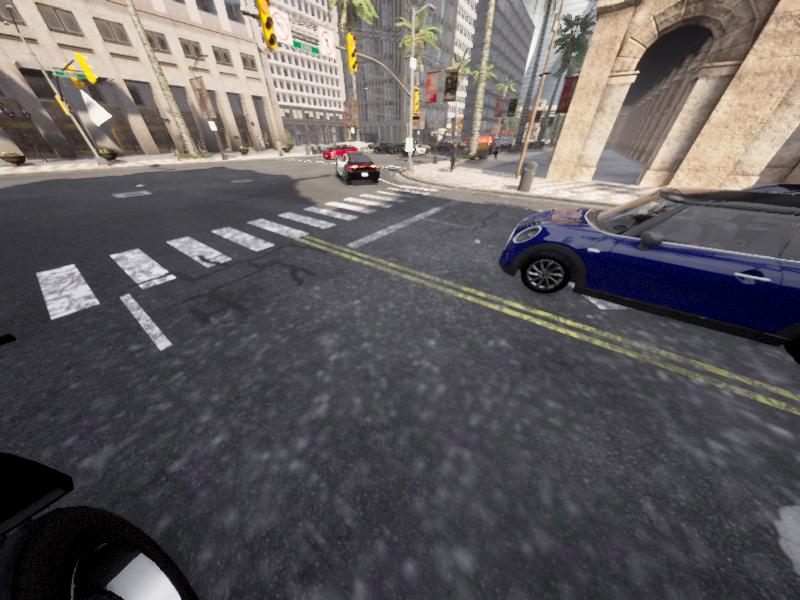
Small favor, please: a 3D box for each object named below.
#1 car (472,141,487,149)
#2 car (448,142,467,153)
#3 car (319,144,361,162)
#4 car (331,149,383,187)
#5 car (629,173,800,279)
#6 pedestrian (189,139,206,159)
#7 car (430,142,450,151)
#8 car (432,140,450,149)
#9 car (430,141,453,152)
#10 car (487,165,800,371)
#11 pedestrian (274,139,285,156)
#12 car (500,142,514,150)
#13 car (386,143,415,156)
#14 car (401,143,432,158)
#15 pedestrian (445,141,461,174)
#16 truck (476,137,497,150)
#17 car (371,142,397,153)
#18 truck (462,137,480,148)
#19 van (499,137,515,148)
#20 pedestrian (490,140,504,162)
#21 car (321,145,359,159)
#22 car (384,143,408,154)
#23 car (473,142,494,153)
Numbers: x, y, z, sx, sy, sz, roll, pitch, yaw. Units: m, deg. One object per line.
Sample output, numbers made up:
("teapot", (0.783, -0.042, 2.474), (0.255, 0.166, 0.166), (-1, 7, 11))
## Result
("car", (20.320, -39.559, 58.926), (2.163, 1.488, 4.792), (22, 40, 27))
("car", (10.556, -27.998, 42.375), (1.789, 1.549, 3.705), (22, 41, 28))
("car", (-6.906, -17.309, 27.096), (2.007, 1.525, 4.514), (22, 41, 28))
("car", (-2.820, -8.453, 14.558), (2.038, 1.542, 4.974), (-12, 37, -18))
("car", (7.848, -1.698, 5.055), (3.633, 1.501, 1.845), (23, 41, 28))
("pedestrian", (-22.545, -16.891, 25.785), (0.751, 1.860, 0.751), (-21, 41, -28))
("car", (8.789, -33.508, 50.322), (2.033, 1.411, 5.357), (22, 41, 28))
("car", (9.991, -37.783, 56.057), (2.185, 1.767, 4.553), (22, 40, 27))
("car", (8.014, -29.488, 44.397), (1.930, 1.638, 5.238), (22, 41, 28))
("car", (4.159, -0.856, 3.600), (4.553, 1.767, 2.097), (22, 41, 28))
("pedestrian", (-15.376, -19.486, 29.523), (0.751, 1.860, 0.751), (-8, 36, -11))
("car", (25.373, -36.623, 54.873), (1.970, 1.475, 3.806), (22, 40, 27))
("car", (0.109, -22.999, 35.255), (1.837, 1.490, 4.892), (22, 40, 28))
("car", (2.466, -21.434, 33.018), (2.038, 1.542, 4.974), (22, 40, 28))
("pedestrian", (3.632, -9.731, 15.827), (0.751, 1.860, 0.751), (11, 37, 14))
("truck", (19.994, -36.137, 53.204), (2.627, 2.467, 5.204), (22, 40, 27))
("car", (-2.718, -27.385, 41.471), (2.163, 1.488, 4.792), (22, 40, 27))
("truck", (19.304, -42.673, 62.474), (2.627, 2.467, 5.204), (22, 40, 27))
("van", (30.560, -44.922, 65.784), (2.351, 2.431, 6.366), (22, 40, 27))
("pedestrian", (9.923, -15.237, 23.691), (0.751, 1.860, 0.751), (19, 39, 25))
("car", (-7.944, -19.830, 30.866), (1.895, 1.301, 4.718), (23, 41, 28))
("car", (-0.626, -25.861, 39.419), (1.994, 1.385, 4.181), (22, 41, 28))
("car", (15.803, -28.784, 43.512), (1.801, 1.575, 5.366), (22, 41, 28))
